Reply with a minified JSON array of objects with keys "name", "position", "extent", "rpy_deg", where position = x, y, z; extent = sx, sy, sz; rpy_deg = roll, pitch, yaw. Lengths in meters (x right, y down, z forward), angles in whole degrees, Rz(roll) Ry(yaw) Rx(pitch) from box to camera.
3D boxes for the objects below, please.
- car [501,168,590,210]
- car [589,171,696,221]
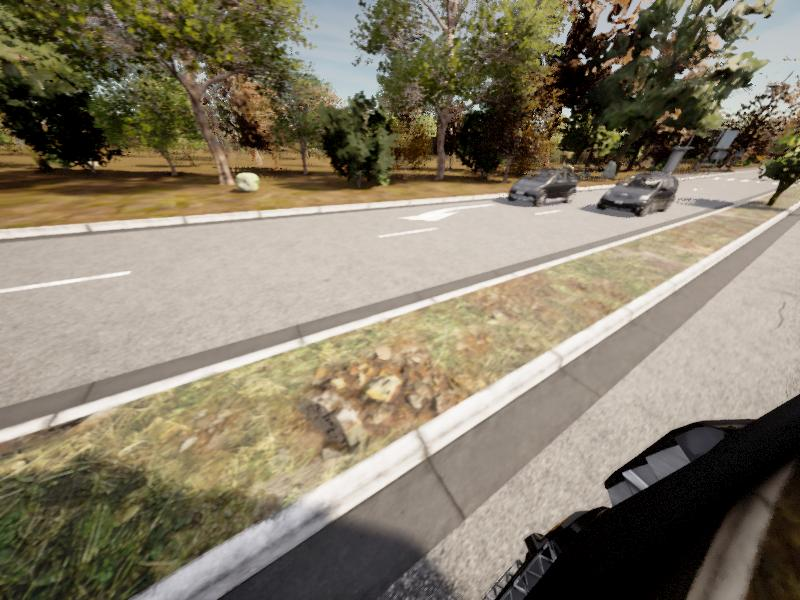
[{"name":"car","position":[7.293,-5.689,11.619],"extent":[3.705,1.549,1.789],"rpy_deg":[-16,38,-26]},{"name":"car","position":[11.128,-4.904,10.651],"extent":[3.988,1.617,1.851],"rpy_deg":[-16,38,-26]}]
